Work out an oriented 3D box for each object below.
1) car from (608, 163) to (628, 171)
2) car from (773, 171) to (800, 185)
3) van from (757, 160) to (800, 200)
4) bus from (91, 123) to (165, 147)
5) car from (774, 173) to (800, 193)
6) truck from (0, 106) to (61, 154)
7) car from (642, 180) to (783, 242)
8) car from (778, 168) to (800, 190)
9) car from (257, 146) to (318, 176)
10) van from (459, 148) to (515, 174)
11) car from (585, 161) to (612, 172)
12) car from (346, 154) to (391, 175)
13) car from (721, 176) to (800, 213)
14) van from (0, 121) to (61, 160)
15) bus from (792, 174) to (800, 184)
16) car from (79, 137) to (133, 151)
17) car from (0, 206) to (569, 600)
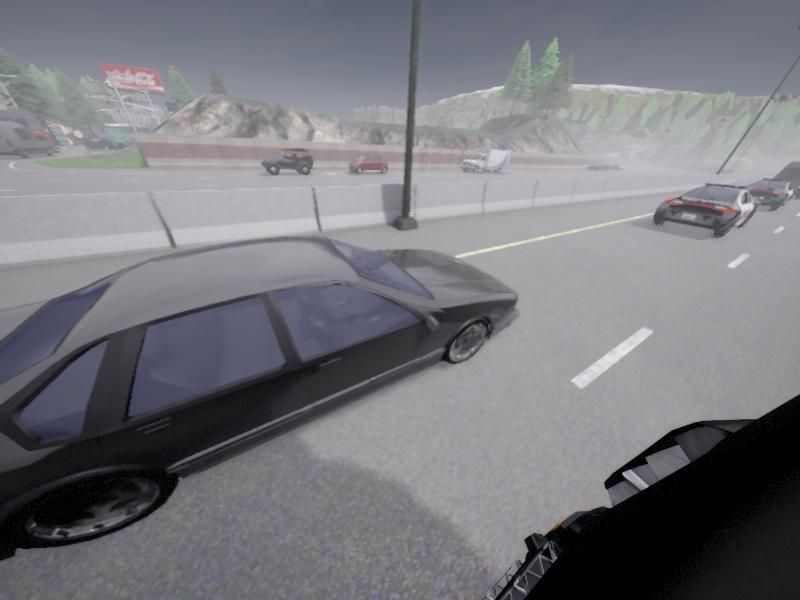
[{"bbox_3d":[45.689,-27.950,48.480,4.718,1.301,1.895,-23,41,-33],"label":"car"},{"bbox_3d":[57.792,-18.132,34.230,3.988,1.617,1.851,-23,41,-33],"label":"car"},{"bbox_3d":[33.067,-10.036,19.264,5.915,2.561,1.988,-16,38,-26],"label":"van"},{"bbox_3d":[-64.989,-39.735,55.573,3.944,4.253,10.273,25,43,30],"label":"bus"},{"bbox_3d":[41.440,-12.158,24.000,4.514,1.525,2.007,-17,38,-28],"label":"car"},{"bbox_3d":[-40.928,-18.312,25.086,8.468,3.827,2.891,24,39,30],"label":"truck"},{"bbox_3d":[12.232,-3.681,9.046,4.974,1.542,2.038,-16,37,-26],"label":"car"},{"bbox_3d":[48.254,-14.634,27.775,5.566,2.045,2.150,-21,40,-30],"label":"car"},{"bbox_3d":[-8.924,-11.133,18.533,3.866,1.878,1.905,-16,38,-26],"label":"car"},{"bbox_3d":[10.565,-16.911,28.205,6.366,2.431,2.351,-16,38,-26],"label":"van"},{"bbox_3d":[36.133,-24.241,41.960,5.008,1.535,1.882,-20,40,-30],"label":"car"},{"bbox_3d":[-2.929,-12.703,21.651,3.705,1.549,1.789,-16,38,-26],"label":"car"},{"bbox_3d":[22.701,-6.662,14.325,4.974,1.542,2.038,-16,38,-26],"label":"car"},{"bbox_3d":[-32.753,-13.546,19.557,1.988,2.561,5.915,-16,38,-26],"label":"van"},{"bbox_3d":[60.606,-18.037,31.802,10.273,4.253,3.944,-25,42,-35],"label":"bus"},{"bbox_3d":[-44.495,-23.682,35.181,1.882,1.535,5.008,1,33,-4],"label":"car"},{"bbox_3d":[-1.068,0.172,2.382,5.357,1.411,2.033,-16,38,-26],"label":"car"}]
